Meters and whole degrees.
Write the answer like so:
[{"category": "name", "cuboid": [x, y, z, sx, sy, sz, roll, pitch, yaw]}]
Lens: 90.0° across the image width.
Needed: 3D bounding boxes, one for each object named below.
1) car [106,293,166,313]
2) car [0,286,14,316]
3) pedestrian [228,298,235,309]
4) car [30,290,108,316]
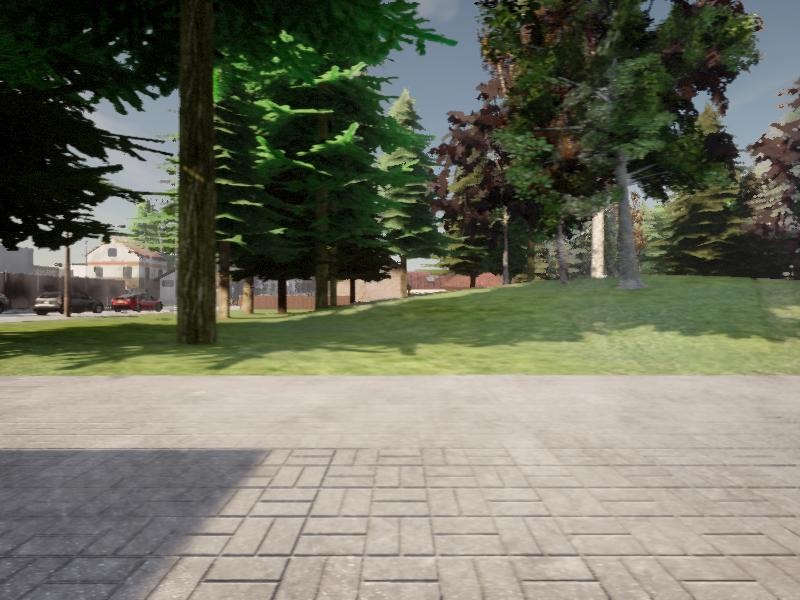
[{"category": "car", "cuboid": [-21.632, 0.232, 33.044, 2.007, 1.525, 4.514, 0, 0, -2]}, {"category": "car", "cuboid": [-25.769, 0.056, 23.422, 1.932, 1.855, 4.605, 0, 0, 0]}, {"category": "pedestrian", "cuboid": [-16.588, 0.315, 39.402, 0.500, 1.100, 0.500, 0, 0, 1]}, {"category": "car", "cuboid": [-21.770, 0.191, 26.539, 1.851, 1.617, 3.988, 0, 0, 0]}]
